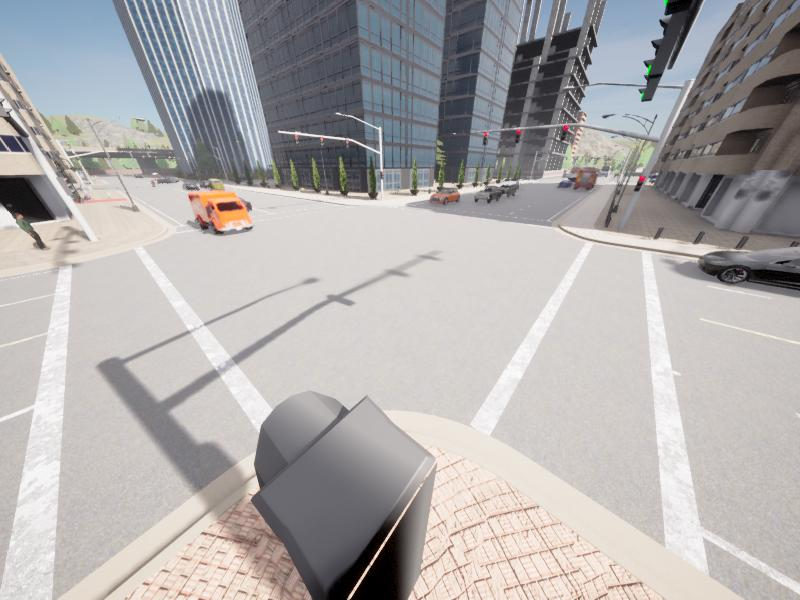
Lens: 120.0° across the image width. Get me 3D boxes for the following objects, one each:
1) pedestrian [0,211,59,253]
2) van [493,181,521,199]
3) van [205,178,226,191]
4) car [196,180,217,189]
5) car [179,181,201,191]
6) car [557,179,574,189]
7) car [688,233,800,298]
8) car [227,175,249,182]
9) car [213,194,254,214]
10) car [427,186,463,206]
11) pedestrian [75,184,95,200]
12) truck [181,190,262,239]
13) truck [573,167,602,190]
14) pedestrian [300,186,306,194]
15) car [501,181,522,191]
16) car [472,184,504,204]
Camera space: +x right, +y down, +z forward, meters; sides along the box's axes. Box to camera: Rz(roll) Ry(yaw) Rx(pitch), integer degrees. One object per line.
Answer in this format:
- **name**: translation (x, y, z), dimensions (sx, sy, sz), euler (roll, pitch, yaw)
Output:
- **pedestrian**: translation (-18.489, -3.417, 11.599), dimensions (0.751, 1.860, 0.751), euler (-26, 39, -38)
- **van**: translation (15.711, -16.227, 33.958), dimensions (2.069, 2.038, 4.480), euler (23, 37, 34)
- **van**: translation (-35.534, -22.204, 44.480), dimensions (4.442, 1.987, 1.775), euler (27, 39, 38)
- **car**: translation (-41.206, -24.667, 49.204), dimensions (4.514, 1.525, 2.007), euler (23, 37, 34)
- **car**: translation (-41.182, -22.370, 45.225), dimensions (4.514, 1.525, 2.007), euler (23, 37, 34)
- **car**: translation (35.644, -25.026, 49.704), dimensions (1.882, 1.535, 5.008), euler (23, 37, 34)
- **car**: translation (14.725, -1.127, 8.477), dimensions (4.792, 1.488, 2.163), euler (23, 37, 34)
- **car**: translation (-51.321, -38.578, 73.183), dimensions (1.930, 1.638, 5.238), euler (22, 37, 33)
- **car**: translation (-17.237, -9.941, 23.854), dimensions (4.181, 1.385, 1.994), euler (23, 37, 34)
- **car**: translation (5.584, -12.881, 28.411), dimensions (2.097, 1.767, 4.553), euler (23, 37, 34)
- **pedestrian**: translation (-41.835, -14.357, 30.658), dimensions (0.751, 1.860, 0.751), euler (16, 33, 25)
- **truck**: translation (-12.530, -6.173, 16.188), dimensions (5.204, 2.467, 2.627), euler (21, 36, 35)
- **truck**: translation (38.323, -24.886, 47.174), dimensions (2.891, 3.827, 8.468), euler (23, 37, 34)
- **pedestrian**: translation (-15.802, -17.888, 37.536), dimensions (0.500, 1.100, 0.500), euler (22, 37, 33)
- **car**: translation (21.713, -22.227, 44.882), dimensions (2.128, 1.511, 4.902), euler (23, 37, 34)
- **car**: translation (11.313, -13.571, 29.522), dimensions (1.932, 1.855, 4.605), euler (23, 37, 34)
